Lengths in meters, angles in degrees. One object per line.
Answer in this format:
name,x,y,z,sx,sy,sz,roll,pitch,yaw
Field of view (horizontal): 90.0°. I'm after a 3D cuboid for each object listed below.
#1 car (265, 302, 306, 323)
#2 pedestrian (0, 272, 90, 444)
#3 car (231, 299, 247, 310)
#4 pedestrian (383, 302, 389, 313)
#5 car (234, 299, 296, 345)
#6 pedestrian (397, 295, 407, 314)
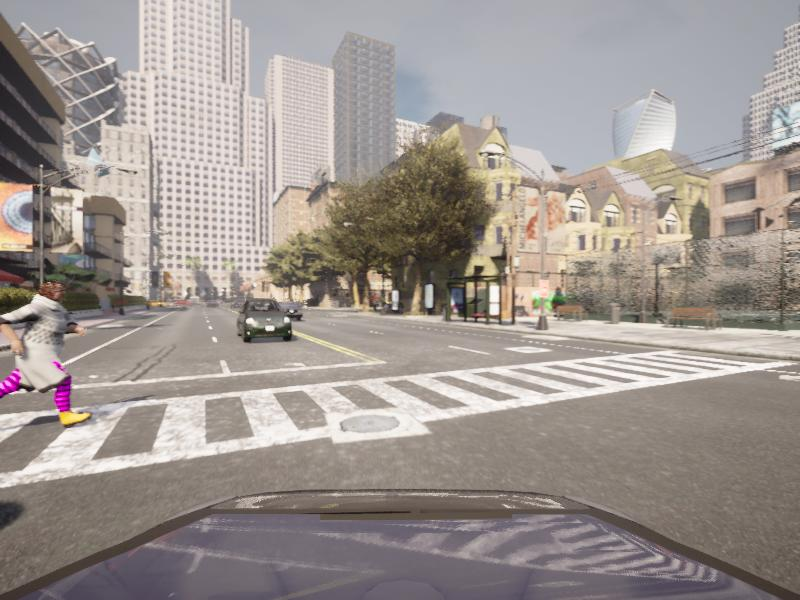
car,-8.762,0.851,30.329,2.033,1.411,5.357,0,0,-27
pedestrian,-4.268,0.631,4.817,0.751,1.860,0.751,0,0,-31
car,-26.107,0.691,64.888,2.033,1.649,4.856,0,0,-27
pedestrian,-1.406,0.800,41.458,0.500,1.100,0.500,0,0,-20
car,-5.558,0.765,16.126,1.851,1.617,3.988,0,0,-27
pedestrian,0.174,0.423,39.027,0.751,1.860,0.751,0,0,-20
